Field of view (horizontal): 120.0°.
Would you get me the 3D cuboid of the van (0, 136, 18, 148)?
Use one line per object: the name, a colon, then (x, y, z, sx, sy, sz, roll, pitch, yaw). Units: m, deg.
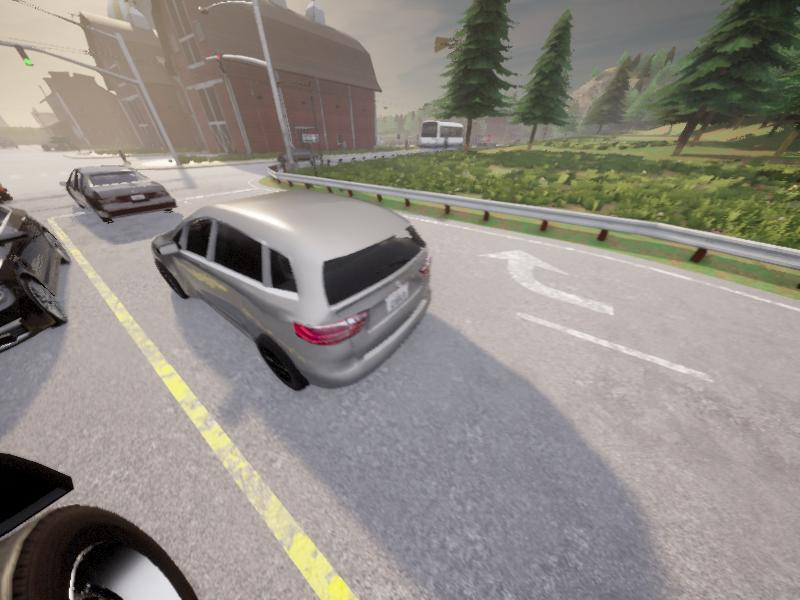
van: (-81.372, -32.632, 47.695, 4.442, 1.987, 1.775, 22, 40, 27)

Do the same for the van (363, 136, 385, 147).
van: (-7.711, -47.329, 68.855, 6.366, 2.431, 2.351, 22, 40, 27)

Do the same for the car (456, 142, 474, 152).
car: (12.626, -29.733, 44.880, 1.845, 1.501, 3.633, 22, 41, 28)

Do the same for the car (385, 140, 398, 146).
car: (-2.695, -48.126, 70.847, 1.816, 1.474, 4.193, 22, 41, 28)

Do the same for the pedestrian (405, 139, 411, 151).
pedestrian: (1.399, -28.918, 43.029, 0.751, 1.860, 0.751, -27, 43, -33)

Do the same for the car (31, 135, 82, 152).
car: (-54.813, -25.018, 36.952, 3.866, 1.878, 1.905, -6, 41, -6)

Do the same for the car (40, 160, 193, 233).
car: (-9.920, -3.842, 8.053, 5.357, 1.411, 2.033, 21, 40, 27)

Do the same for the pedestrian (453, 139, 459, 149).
pedestrian: (13.633, -37.953, 56.209, 0.751, 1.860, 0.751, 18, 39, 24)

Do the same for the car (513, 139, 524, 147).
car: (38.126, -50.382, 74.080, 1.905, 1.878, 3.866, 23, 41, 28)

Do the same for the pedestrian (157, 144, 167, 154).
pedestrian: (-30.847, -19.628, 29.978, 0.500, 1.100, 0.500, -27, 43, -33)

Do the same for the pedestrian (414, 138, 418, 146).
pedestrian: (4.802, -47.536, 69.447, 0.751, 1.860, 0.751, -21, 40, -27)

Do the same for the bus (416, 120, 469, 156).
bus: (7.112, -26.519, 37.914, 3.944, 4.253, 10.273, 23, 41, 28)

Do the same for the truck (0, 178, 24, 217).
truck: (-16.028, -4.252, 7.675, 5.204, 2.467, 2.627, 21, 40, 28)

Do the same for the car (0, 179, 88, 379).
car: (-6.597, -0.492, 3.234, 4.902, 1.511, 2.128, 27, 43, 33)

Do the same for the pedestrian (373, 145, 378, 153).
pedestrian: (-3.865, -23.771, 36.346, 0.500, 1.100, 0.500, 22, 41, 28)

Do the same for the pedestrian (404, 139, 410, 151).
pedestrian: (1.247, -28.184, 41.988, 0.751, 1.860, 0.751, 21, 40, 27)

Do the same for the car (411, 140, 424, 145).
car: (6.391, -56.943, 83.425, 4.193, 1.474, 1.816, 16, 38, 21)

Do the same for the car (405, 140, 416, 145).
car: (3.668, -54.570, 80.063, 1.784, 1.438, 3.905, 22, 41, 28)

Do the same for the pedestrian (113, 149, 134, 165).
pedestrian: (-23.490, -12.146, 19.646, 0.500, 1.100, 0.500, 0, 35, 0)

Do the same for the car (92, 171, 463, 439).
car: (-1.817, -0.705, 3.440, 4.611, 1.667, 2.242, 22, 40, 27)

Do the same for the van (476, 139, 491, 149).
van: (21.815, -40.802, 60.213, 2.069, 2.038, 4.480, 23, 41, 28)

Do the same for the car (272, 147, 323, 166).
car: (-10.273, -14.717, 23.530, 1.994, 1.385, 4.181, 22, 41, 28)

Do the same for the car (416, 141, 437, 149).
car: (6.528, -38.794, 57.708, 4.792, 1.488, 2.163, 22, 40, 27)

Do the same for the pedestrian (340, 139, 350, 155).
pedestrian: (-7.629, -21.253, 32.084, 0.751, 1.860, 0.751, 24, 41, 29)
